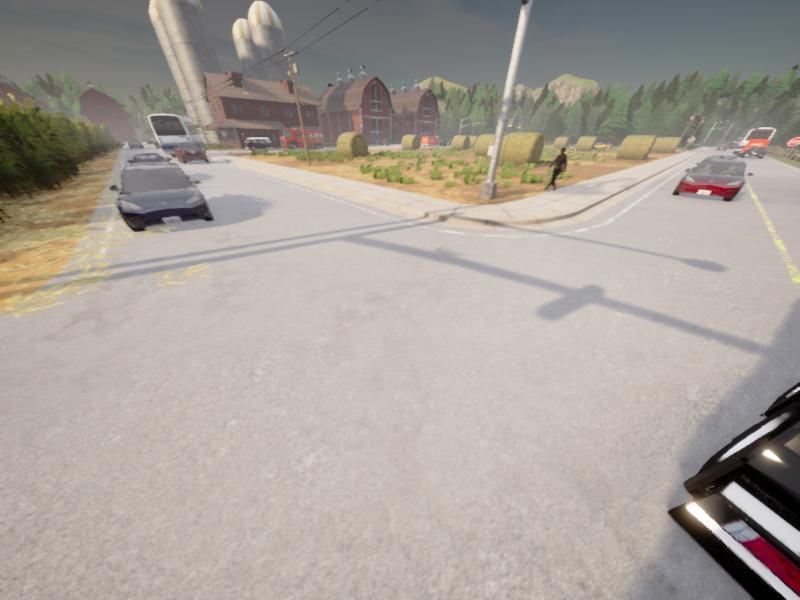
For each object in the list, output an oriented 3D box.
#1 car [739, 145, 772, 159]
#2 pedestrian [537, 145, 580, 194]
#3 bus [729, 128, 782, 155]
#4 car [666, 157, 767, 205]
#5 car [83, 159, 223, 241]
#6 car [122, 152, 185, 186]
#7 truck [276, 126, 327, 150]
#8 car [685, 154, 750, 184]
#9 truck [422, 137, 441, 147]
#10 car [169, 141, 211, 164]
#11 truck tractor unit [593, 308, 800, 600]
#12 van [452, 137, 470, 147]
[{"bbox_3d":[56.798,-23.712,36.970,5.027,1.651,2.152,-26,43,-33],"label":"car"},{"bbox_3d":[7.157,-5.946,10.522,0.751,1.860,0.751,-17,39,-23],"label":"pedestrian"},{"bbox_3d":[72.818,-32.733,47.716,10.273,4.253,3.944,-26,43,-33],"label":"bus"},{"bbox_3d":[15.497,-6.061,11.439,4.792,1.488,2.163,-26,43,-33],"label":"car"},{"bbox_3d":[-7.870,-3.627,7.714,2.163,1.488,4.792,-25,43,-32],"label":"car"},{"bbox_3d":[-14.961,-8.061,14.009,1.994,1.385,4.181,-29,44,-35],"label":"car"},{"bbox_3d":[-19.797,-32.898,47.036,8.468,3.827,2.891,-29,45,-35],"label":"truck"},{"bbox_3d":[22.181,-9.304,16.216,5.357,1.411,2.033,-26,43,-33],"label":"car"},{"bbox_3d":[9.015,-45.692,66.786,5.204,2.467,2.627,-29,45,-35],"label":"truck"},{"bbox_3d":[-21.285,-14.997,23.399,2.097,1.767,4.553,-29,44,-35],"label":"car"},{"bbox_3d":[5.222,-0.172,0.609,6.516,4.208,3.053,-13,38,-19],"label":"truck tractor unit"},{"bbox_3d":[20.145,-51.940,75.829,6.366,2.431,2.351,-29,45,-35],"label":"van"}]
